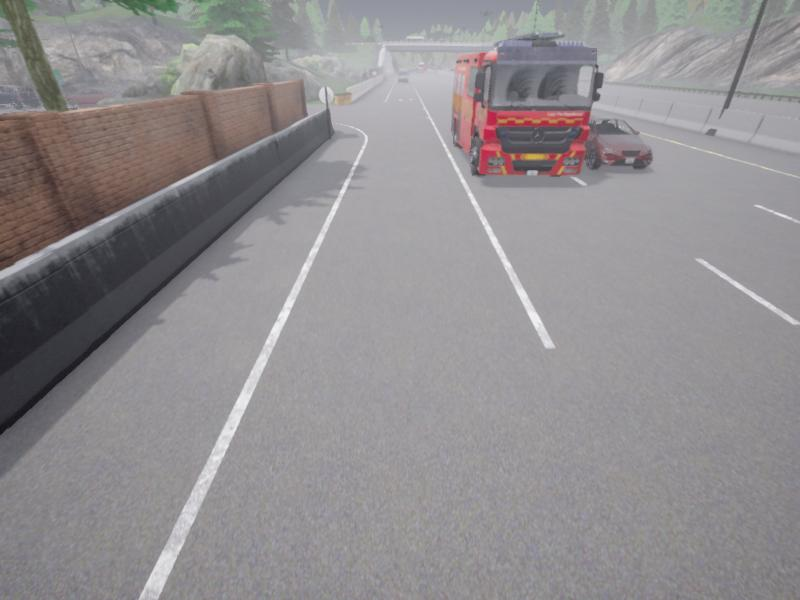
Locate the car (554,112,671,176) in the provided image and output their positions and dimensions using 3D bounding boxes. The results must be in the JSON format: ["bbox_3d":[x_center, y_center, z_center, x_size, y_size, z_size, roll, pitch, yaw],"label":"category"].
[{"bbox_3d":[7.184,-5.641,14.130,1.816,1.474,4.193,0,30,0],"label":"car"}]

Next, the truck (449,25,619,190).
[{"bbox_3d":[3.677,-6.890,13.942,2.891,3.827,8.468,0,30,0],"label":"truck"}]

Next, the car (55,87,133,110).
[{"bbox_3d":[-23.285,-15.428,30.596,4.181,1.385,1.994,1,30,1],"label":"car"}]

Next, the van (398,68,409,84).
[{"bbox_3d":[0.620,-42.563,76.063,1.988,2.561,5.915,0,30,0],"label":"van"}]

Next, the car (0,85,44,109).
[{"bbox_3d":[-30.156,-15.560,30.650,3.705,1.549,1.789,0,30,1],"label":"car"}]
